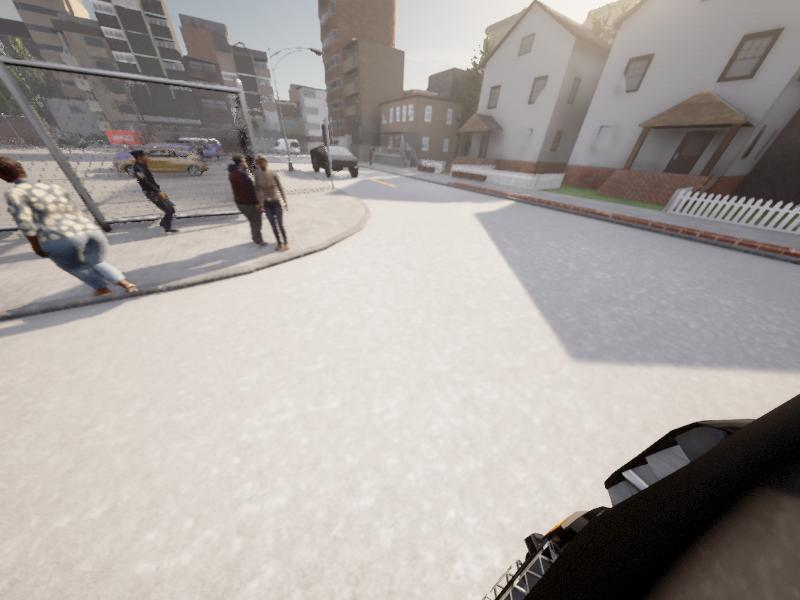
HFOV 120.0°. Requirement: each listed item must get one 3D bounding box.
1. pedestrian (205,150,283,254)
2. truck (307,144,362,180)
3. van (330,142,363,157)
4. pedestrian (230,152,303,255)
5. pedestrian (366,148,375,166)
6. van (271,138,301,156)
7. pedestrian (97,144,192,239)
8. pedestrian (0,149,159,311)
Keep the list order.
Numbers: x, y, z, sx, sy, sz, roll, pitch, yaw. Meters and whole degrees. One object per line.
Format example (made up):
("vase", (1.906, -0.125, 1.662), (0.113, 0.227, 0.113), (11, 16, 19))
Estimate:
("pedestrian", (-3.237, -2.057, 4.918), (0.751, 1.860, 0.751), (-25, 42, -35))
("truck", (-5.484, -11.401, 18.889), (2.390, 2.098, 6.274), (-16, 38, -26))
("van", (-11.543, -32.403, 49.877), (6.366, 2.431, 2.351), (-17, 38, -27))
("pedestrian", (-2.649, -1.966, 4.828), (0.751, 1.860, 0.751), (-4, 34, -10))
("pedestrian", (-3.536, -17.074, 27.609), (0.751, 1.860, 0.751), (29, 41, 34))
("van", (-21.877, -29.351, 44.337), (5.915, 2.561, 1.988), (22, 36, 26))
("pedestrian", (-5.767, -2.504, 5.393), (0.751, 1.860, 0.751), (-18, 39, -29))
("pedestrian", (-4.346, -0.841, 3.013), (0.751, 1.860, 0.751), (1, 33, -3))
